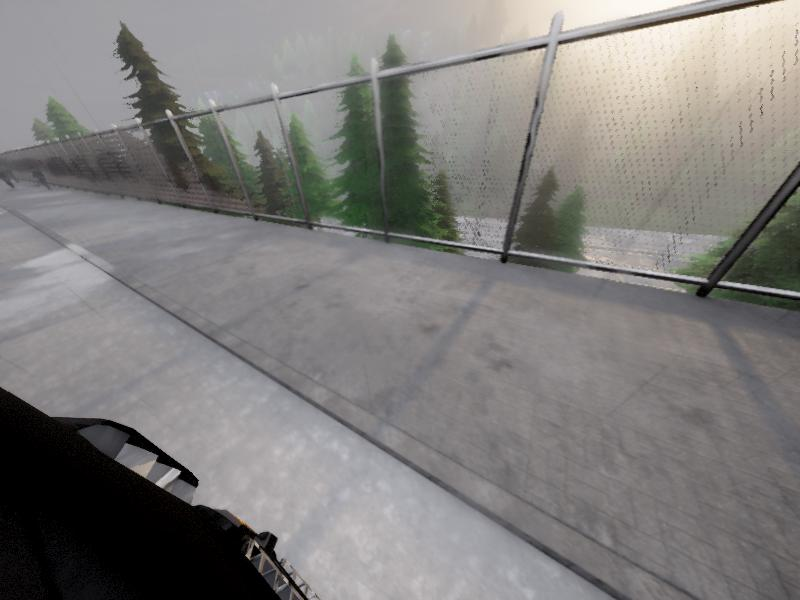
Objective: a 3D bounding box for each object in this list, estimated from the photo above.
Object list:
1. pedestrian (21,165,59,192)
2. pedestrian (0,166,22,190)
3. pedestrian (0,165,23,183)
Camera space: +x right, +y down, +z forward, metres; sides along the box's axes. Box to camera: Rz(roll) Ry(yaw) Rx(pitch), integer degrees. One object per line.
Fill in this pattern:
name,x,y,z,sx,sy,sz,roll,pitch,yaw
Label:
pedestrian,-29.368,-9.944,18.850,0.751,1.860,0.751,14,38,23
pedestrian,-36.522,-11.265,21.334,0.751,1.860,0.751,16,38,26
pedestrian,-47.123,-15.195,27.925,0.751,1.860,0.751,17,39,26
